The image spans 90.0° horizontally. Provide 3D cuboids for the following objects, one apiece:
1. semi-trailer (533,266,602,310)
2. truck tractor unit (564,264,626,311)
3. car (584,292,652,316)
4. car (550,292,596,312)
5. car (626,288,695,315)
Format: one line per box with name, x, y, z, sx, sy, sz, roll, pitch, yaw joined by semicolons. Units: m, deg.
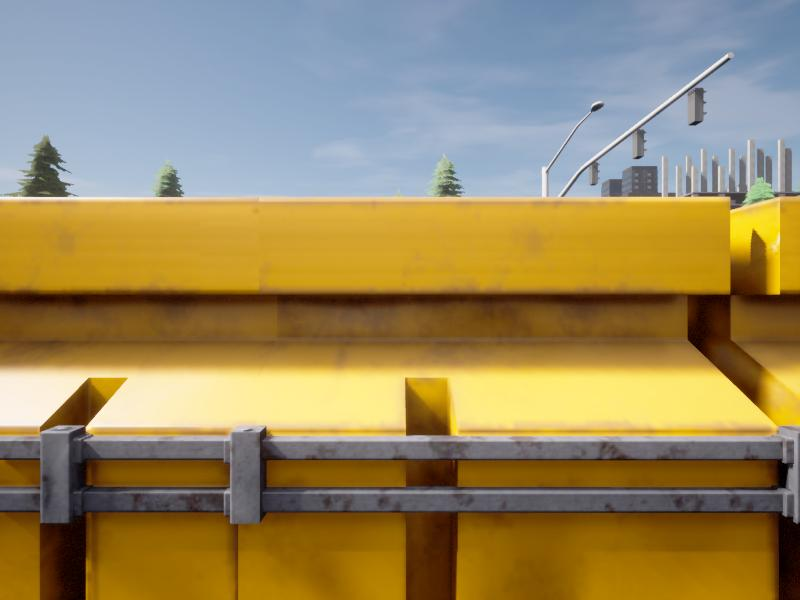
semi-trailer;19.115;-1.221;47.057;2.717;4.402;14.254;0;0;2
truck tractor unit;18.798;-1.119;39.151;3.053;4.208;6.516;0;0;2
car;14.928;0.234;27.777;2.128;1.511;4.902;0;0;2
car;15.170;0.168;35.364;1.930;1.638;5.238;0;0;2
car;18.465;0.090;28.664;2.097;1.767;4.553;0;0;2
